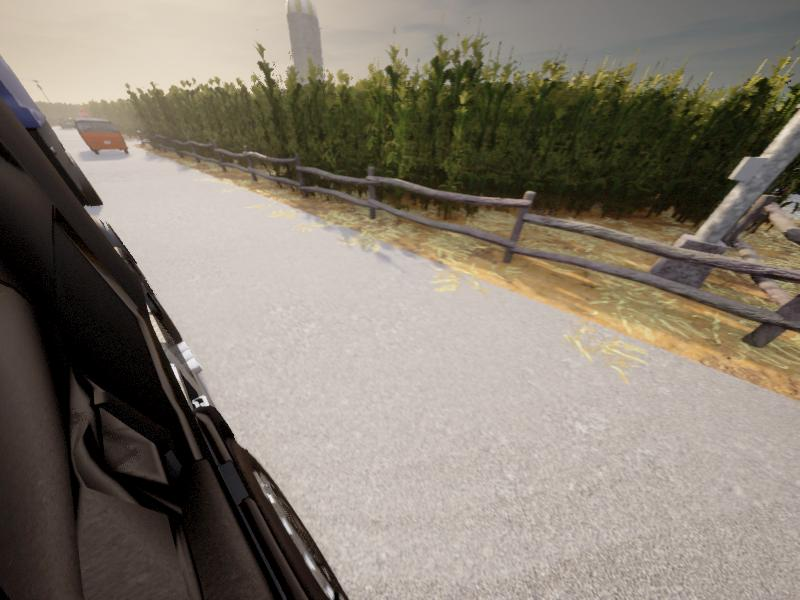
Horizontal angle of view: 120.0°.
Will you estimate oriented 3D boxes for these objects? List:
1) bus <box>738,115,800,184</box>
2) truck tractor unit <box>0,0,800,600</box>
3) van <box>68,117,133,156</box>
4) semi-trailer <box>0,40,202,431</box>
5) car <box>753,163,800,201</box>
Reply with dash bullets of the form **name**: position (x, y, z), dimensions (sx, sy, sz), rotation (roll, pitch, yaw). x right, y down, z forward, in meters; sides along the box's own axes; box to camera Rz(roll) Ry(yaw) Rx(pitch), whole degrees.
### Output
- **bus**: position (33.490, -12.205, 18.647), dimensions (3.944, 4.253, 10.273), rotation (29, 44, 31)
- **truck tractor unit**: position (-2.645, -0.295, 0.351), dimensions (6.516, 4.208, 3.053), rotation (28, 44, 30)
- **van**: position (-21.012, -11.512, 16.198), dimensions (4.442, 1.987, 1.775), rotation (28, 43, 30)
- **semi-trailer**: position (-8.707, -3.586, 4.239), dimensions (14.254, 4.402, 2.717), rotation (28, 43, 30)
- **car**: position (22.054, -6.427, 12.561), dimensions (1.994, 1.385, 4.181), rotation (28, 43, 30)
